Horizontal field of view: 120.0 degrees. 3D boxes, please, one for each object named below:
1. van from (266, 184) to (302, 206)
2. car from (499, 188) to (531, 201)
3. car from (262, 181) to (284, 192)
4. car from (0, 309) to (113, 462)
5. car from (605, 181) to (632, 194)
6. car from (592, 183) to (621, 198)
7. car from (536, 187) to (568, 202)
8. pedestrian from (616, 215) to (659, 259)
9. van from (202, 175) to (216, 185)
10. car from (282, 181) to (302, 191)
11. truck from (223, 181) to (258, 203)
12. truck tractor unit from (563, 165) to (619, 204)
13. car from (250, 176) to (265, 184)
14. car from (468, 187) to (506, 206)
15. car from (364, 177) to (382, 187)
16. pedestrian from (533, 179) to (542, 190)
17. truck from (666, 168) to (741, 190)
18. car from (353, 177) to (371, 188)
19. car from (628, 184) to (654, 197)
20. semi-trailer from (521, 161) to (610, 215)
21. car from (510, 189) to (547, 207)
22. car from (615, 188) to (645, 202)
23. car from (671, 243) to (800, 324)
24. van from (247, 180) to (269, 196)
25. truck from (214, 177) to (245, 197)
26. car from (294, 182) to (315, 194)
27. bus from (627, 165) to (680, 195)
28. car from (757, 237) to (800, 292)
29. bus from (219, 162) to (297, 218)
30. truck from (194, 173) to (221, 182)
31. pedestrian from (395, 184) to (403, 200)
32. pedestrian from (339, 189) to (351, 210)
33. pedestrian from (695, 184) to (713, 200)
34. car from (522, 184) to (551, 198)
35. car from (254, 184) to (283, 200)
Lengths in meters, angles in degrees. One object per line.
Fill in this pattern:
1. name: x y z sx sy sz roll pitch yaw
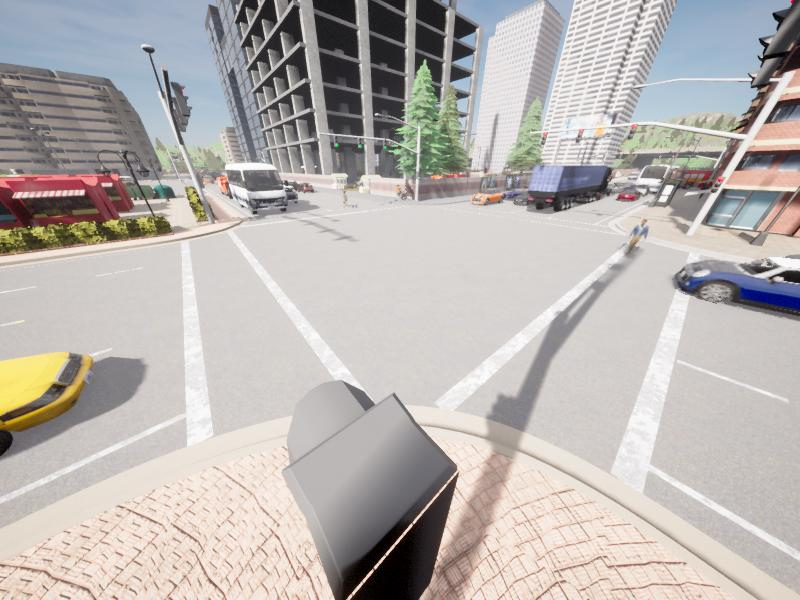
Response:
1. van: -14.139 -12.869 28.144 2.069 2.038 4.480 -26 39 -38
2. car: 16.067 -14.798 32.341 4.718 1.301 1.895 -23 37 -34
3. car: -23.532 -20.909 42.599 2.128 1.511 4.902 -23 37 -34
4. car: -8.178 2.036 2.900 5.366 1.575 1.801 -22 36 -33
5. car: 38.199 -19.654 40.376 4.611 1.667 2.242 -23 37 -34
6. car: 32.536 -17.274 36.284 5.238 1.638 1.930 -23 37 -34
7. car: 21.150 -14.728 32.022 4.892 1.490 1.837 -23 37 -34
8. pedestrian: 11.629 -3.099 11.360 0.751 1.860 0.751 -22 37 -33
9. van: -47.862 -30.036 57.931 1.775 1.987 4.442 -23 37 -34
10. car: -20.828 -22.030 44.514 1.882 1.535 5.008 -23 37 -34
11. truck: -21.586 -14.612 31.105 2.390 2.098 6.274 -23 37 -34
12. truck tractor unit: 24.836 -15.152 30.069 6.516 4.208 3.053 -23 37 -34
13. car: -38.680 -32.590 62.701 1.930 1.638 5.238 -23 37 -34
14. car: 10.696 -12.768 28.325 4.553 1.767 2.097 -23 37 -34
15. car: -5.875 -25.875 50.553 1.905 1.878 3.866 -23 37 -34
16. pedestrian: 25.998 -21.859 43.653 0.751 1.860 0.751 -20 36 -31
17. truck: 61.357 -24.761 47.069 8.468 3.827 2.891 6 31 11
18. car: -8.128 -24.929 48.916 1.905 1.878 3.866 -23 37 -34
19. car: 37.711 -17.139 36.085 3.988 1.617 1.851 -23 37 -34
20. semi-trailer: 18.764 -12.714 25.606 14.254 4.402 2.717 -23 37 -34
21. car: 15.622 -12.414 28.014 4.892 1.490 1.837 -23 37 -34
22. car: 31.495 -14.431 31.631 4.181 1.385 1.994 -23 37 -34
23. car: 11.797 -0.512 7.305 3.806 1.475 1.970 24 38 35
24. van: -22.874 -18.026 37.131 1.775 1.987 4.442 -23 37 -34
25. truck: -26.810 -17.851 36.339 2.627 2.467 5.204 -23 37 -34
26. car: -16.556 -19.550 40.149 1.851 1.617 3.988 -23 37 -34
27. bus: 44.605 -21.247 40.556 10.273 4.253 3.944 -23 37 -34
28. car: 16.217 -0.903 7.905 3.705 1.549 1.789 21 36 32
29. bus: -14.921 -11.711 23.927 3.944 4.253 10.273 -23 37 -34
30. truck: -61.325 -39.208 73.776 2.390 2.098 6.274 4 31 7
31. pedestrian: -0.169 -14.142 30.176 0.751 1.860 0.751 -21 36 -32
32. pedestrian: -5.813 -10.618 24.387 0.751 1.860 0.751 -22 37 -33
33. pedestrian: 40.062 -14.256 30.485 0.751 1.860 0.751 -24 38 -35
34. car: 21.384 -17.126 36.131 5.008 1.535 1.882 -23 37 -34
35. car: -18.829 -15.486 33.095 2.152 1.651 5.027 -23 37 -34
